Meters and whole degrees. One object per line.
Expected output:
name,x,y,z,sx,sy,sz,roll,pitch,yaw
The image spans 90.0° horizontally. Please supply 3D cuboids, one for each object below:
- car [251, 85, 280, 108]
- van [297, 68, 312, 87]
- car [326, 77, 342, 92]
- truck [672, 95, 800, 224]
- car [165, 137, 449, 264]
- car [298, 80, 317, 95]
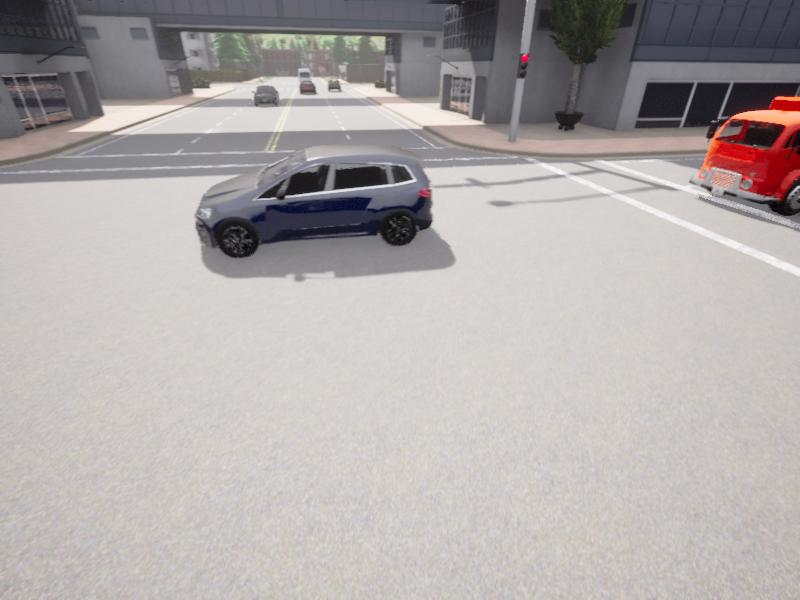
car,-11.530,-17.663,34.551,1.837,1.490,4.892,-5,31,-10
van,-15.931,-37.046,66.591,1.988,2.561,5.915,-7,31,-12
car,-8.990,-29.254,54.308,1.851,1.617,3.988,-4,31,-9
truck,10.552,-3.731,10.126,5.204,2.467,2.627,-6,31,-10
car,-1.641,-2.144,8.004,4.611,1.667,2.242,-6,31,-11
car,-11.462,-26.361,49.554,1.994,1.385,4.181,-6,31,-11
